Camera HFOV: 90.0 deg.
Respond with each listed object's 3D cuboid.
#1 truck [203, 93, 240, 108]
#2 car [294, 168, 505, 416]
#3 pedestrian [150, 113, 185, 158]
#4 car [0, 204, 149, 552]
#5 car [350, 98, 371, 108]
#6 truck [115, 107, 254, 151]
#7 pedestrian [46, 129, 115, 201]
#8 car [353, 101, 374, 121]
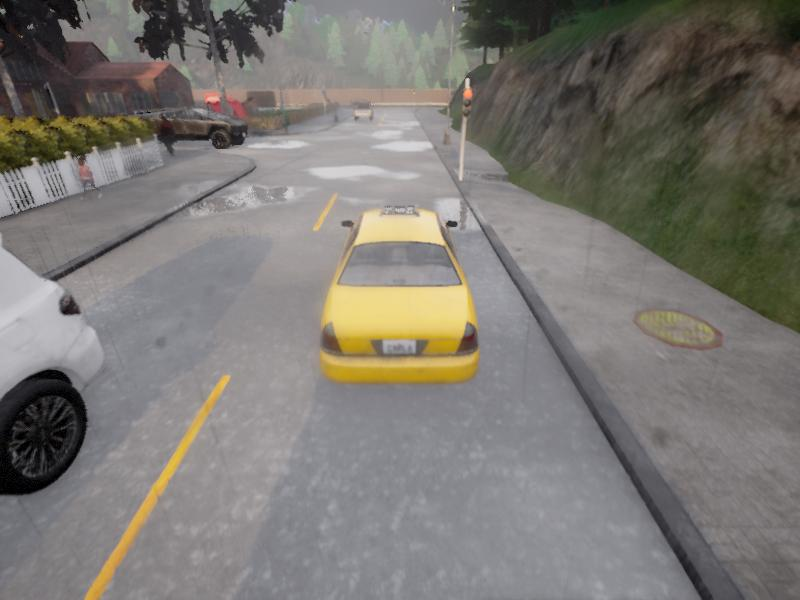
[{"bbox_3d":[-32.801,-36.722,73.730,5.204,2.467,2.627,0,28,0],"label":"truck"},{"bbox_3d":[-0.005,-0.749,6.144,1.801,1.575,5.366,0,28,0],"label":"car"},{"bbox_3d":[-10.981,-7.784,18.943,0.751,1.860,0.751,11,30,20],"label":"pedestrian"},{"bbox_3d":[-3.986,1.314,1.694,2.150,2.045,5.566,0,28,0],"label":"car"},{"bbox_3d":[-7.617,-37.937,77.081,3.705,1.549,1.789,7,29,14],"label":"car"},{"bbox_3d":[-12.061,-9.823,22.870,6.274,2.098,2.390,1,28,1],"label":"truck"},{"bbox_3d":[-9.082,-3.854,11.449,0.751,1.860,0.751,0,28,1],"label":"pedestrian"},{"bbox_3d":[-4.000,-21.130,44.695,1.932,1.855,4.605,0,28,0],"label":"car"}]
